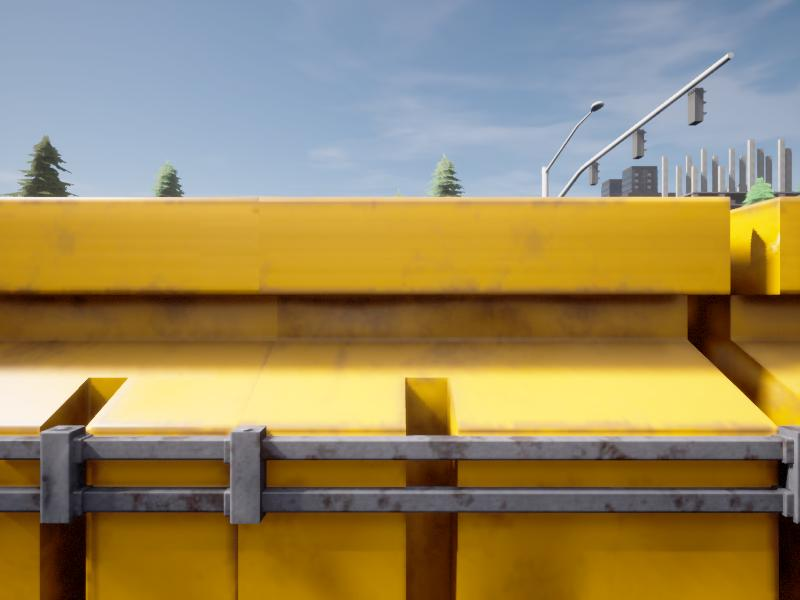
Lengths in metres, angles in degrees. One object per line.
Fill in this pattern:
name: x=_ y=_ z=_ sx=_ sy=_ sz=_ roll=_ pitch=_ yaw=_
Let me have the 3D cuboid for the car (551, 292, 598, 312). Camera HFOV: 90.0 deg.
car: x=15.164 y=0.168 z=35.151 sx=1.930 sy=1.638 sz=5.238 roll=0 pitch=0 yaw=2

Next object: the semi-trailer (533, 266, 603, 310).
semi-trailer: x=19.114 y=-1.221 z=47.013 sx=2.717 sy=4.402 sz=14.254 roll=0 pitch=0 yaw=2

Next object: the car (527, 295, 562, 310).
car: x=15.410 y=0.223 z=42.973 sx=2.038 sy=1.542 sz=4.974 roll=0 pitch=0 yaw=2

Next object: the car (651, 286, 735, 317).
car: x=18.374 y=0.090 z=25.441 sx=2.097 sy=1.767 sz=4.553 roll=0 pitch=0 yaw=2

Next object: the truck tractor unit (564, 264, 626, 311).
truck tractor unit: x=18.798 y=-1.120 z=39.107 sx=3.053 sy=4.208 sz=6.516 roll=0 pitch=0 yaw=2

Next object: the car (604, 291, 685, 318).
car: x=14.779 y=0.234 z=24.579 sx=2.128 sy=1.511 sz=4.902 roll=0 pitch=0 yaw=3
